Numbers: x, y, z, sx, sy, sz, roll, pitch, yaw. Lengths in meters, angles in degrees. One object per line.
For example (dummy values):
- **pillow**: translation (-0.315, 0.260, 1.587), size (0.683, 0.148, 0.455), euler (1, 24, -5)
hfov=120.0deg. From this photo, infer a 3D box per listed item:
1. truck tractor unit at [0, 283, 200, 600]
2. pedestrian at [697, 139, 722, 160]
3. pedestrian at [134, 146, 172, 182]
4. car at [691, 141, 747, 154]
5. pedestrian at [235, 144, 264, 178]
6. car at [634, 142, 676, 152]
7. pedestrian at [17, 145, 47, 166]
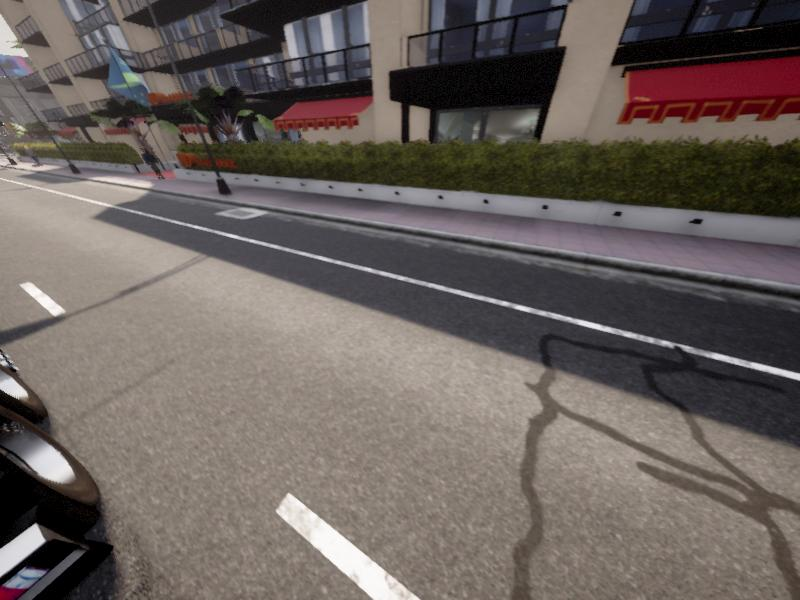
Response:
- **truck tractor unit**: translation (-5.146, -0.261, 0.742), size (6.516, 4.208, 3.053), euler (17, 38, 23)
- **pedestrian**: translation (34.341, -16.706, 25.655), size (0.751, 1.860, 0.751), euler (20, 40, 26)
- **pedestrian**: translation (-15.351, -8.484, 14.383), size (0.751, 1.860, 0.751), euler (23, 41, 29)
- **car**: translation (48.949, -23.566, 35.633), size (1.812, 1.442, 4.674), euler (-16, 38, -20)
- **pedestrian**: translation (-9.912, -9.147, 15.249), size (0.751, 1.860, 0.751), euler (14, 38, 20)
- **car**: translation (44.217, -26.648, 40.227), size (4.718, 1.301, 1.895), euler (24, 42, 31)
- **pedestrian**: translation (-38.803, -15.247, 24.371), size (0.751, 1.860, 0.751), euler (16, 38, 22)
